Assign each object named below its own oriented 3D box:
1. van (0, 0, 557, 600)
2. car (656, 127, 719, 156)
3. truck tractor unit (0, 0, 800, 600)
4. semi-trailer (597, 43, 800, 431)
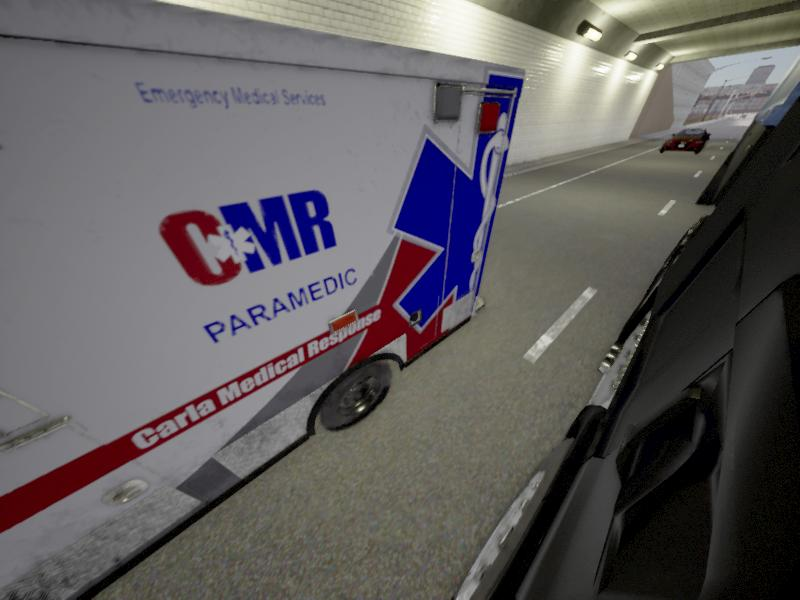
[{"bbox_3d":[-2.104,0.206,1.426,6.366,2.431,2.351,-28,44,-30],"label":"van"},{"bbox_3d":[20.335,-11.269,16.341,4.181,1.385,1.994,-28,44,-30],"label":"car"},{"bbox_3d":[2.645,-0.295,0.351,6.516,4.208,3.053,-28,44,-30],"label":"truck tractor unit"},{"bbox_3d":[8.705,-3.589,4.237,14.254,4.402,2.717,-28,44,-30],"label":"semi-trailer"}]
